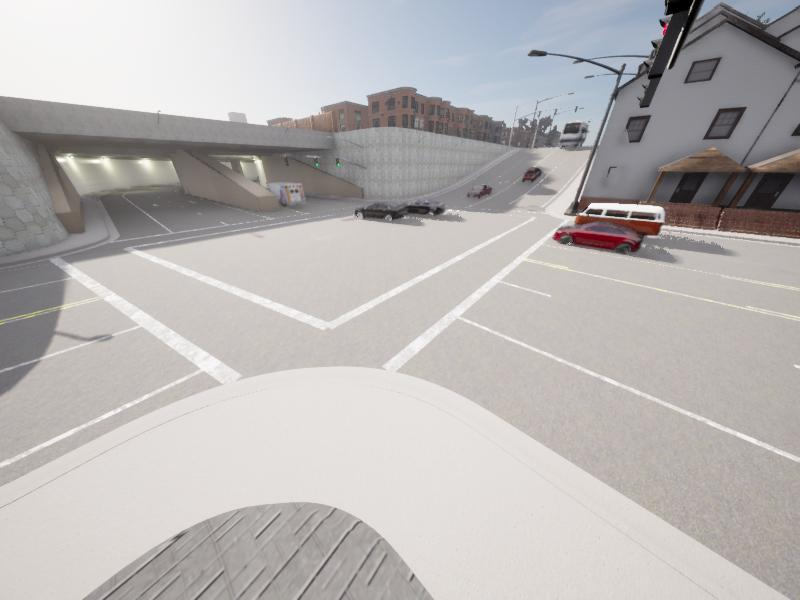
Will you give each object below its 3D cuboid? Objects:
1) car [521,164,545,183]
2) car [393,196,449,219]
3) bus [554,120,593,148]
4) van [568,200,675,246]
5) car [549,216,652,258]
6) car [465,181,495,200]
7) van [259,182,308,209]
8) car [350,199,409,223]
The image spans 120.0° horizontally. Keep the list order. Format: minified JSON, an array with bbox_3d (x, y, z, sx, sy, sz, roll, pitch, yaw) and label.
[{"bbox_3d":[20.668,-19.781,35.939,1.851,1.617,3.988,24,51,35],"label":"car"},{"bbox_3d":[2.031,-9.005,22.407,4.902,1.511,2.128,13,33,21],"label":"car"},{"bbox_3d":[36.723,-34.821,48.775,3.944,4.253,10.273,23,41,35],"label":"bus"},{"bbox_3d":[14.422,-5.279,15.411,4.480,2.038,2.069,24,38,35],"label":"van"},{"bbox_3d":[11.635,-3.877,13.671,4.181,1.385,1.994,24,38,35],"label":"car"},{"bbox_3d":[11.124,-15.225,32.043,1.812,1.442,4.674,25,45,36],"label":"car"},{"bbox_3d":[-14.356,-13.006,28.411,6.366,2.431,2.351,23,37,34],"label":"van"},{"bbox_3d":[-1.812,-8.041,20.740,4.892,1.490,1.837,13,32,22],"label":"car"}]
